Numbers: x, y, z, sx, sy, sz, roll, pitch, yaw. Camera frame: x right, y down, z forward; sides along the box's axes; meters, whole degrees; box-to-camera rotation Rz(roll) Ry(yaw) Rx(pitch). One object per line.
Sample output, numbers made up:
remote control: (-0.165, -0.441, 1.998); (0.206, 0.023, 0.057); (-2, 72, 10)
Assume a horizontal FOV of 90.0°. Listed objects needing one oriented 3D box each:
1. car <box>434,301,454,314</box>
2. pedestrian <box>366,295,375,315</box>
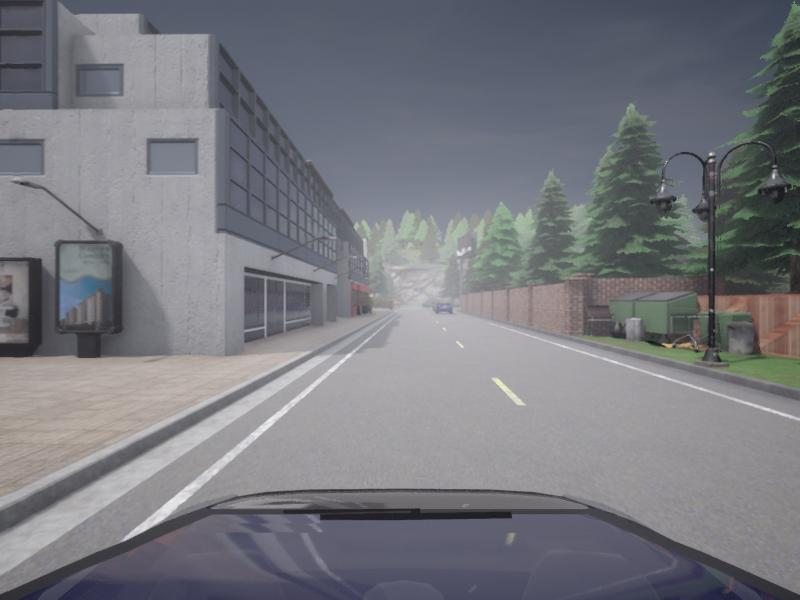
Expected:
car: (5.087, 0.842, 46.693); (2.007, 1.525, 4.514); (0, 0, 2)
pedestrian: (-2.745, 0.494, 37.647); (0.751, 1.860, 0.751); (0, 0, 0)
